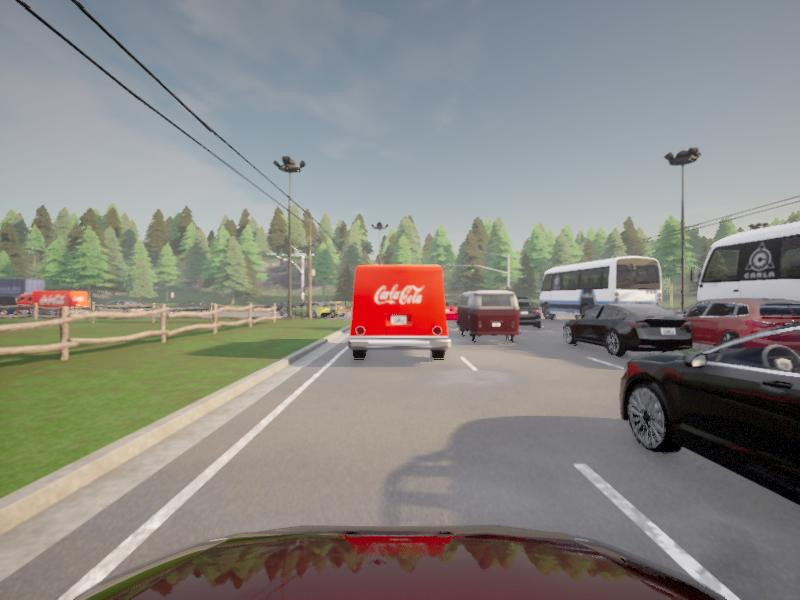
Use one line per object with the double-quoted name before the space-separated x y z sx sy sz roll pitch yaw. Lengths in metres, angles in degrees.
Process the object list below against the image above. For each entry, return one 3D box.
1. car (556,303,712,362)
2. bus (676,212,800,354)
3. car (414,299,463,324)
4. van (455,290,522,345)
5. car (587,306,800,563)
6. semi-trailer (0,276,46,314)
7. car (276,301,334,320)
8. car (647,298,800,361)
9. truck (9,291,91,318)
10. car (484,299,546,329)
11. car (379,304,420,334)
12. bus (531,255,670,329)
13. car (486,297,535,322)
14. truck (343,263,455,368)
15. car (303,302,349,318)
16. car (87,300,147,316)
"car" 6.970 0.865 12.737 2.163 1.488 4.792 0 0 0
"bus" 13.991 -0.517 12.130 3.944 4.253 10.273 0 0 -1
"car" 2.673 0.787 28.801 2.242 1.667 4.611 0 0 -11
"van" 3.460 0.617 16.548 1.775 1.987 4.442 0 0 0
"car" 3.492 0.840 2.743 2.128 1.511 4.902 0 0 0
"semi-trailer" -50.106 -0.570 47.288 14.254 4.402 2.717 0 0 0
"car" -8.261 0.866 34.788 4.514 1.525 2.007 0 0 22
"car" 10.440 0.771 12.794 2.242 1.667 4.611 0 0 0
"truck" -31.965 0.397 36.666 5.204 2.467 2.627 0 0 1
"car" 6.775 0.782 24.186 2.242 1.667 4.611 0 0 -3
"car" -0.090 0.931 21.234 1.994 1.385 4.181 0 0 -2
"bus" 13.388 -0.501 28.440 3.944 4.253 10.273 1 0 -5
"car" 8.802 0.682 32.235 1.905 1.878 3.866 0 0 -20
"truck" -0.029 0.370 12.034 2.627 2.467 5.204 0 0 0
"car" -7.036 0.894 37.911 3.806 1.475 1.970 0 0 22
"car" -30.774 0.828 43.668 5.027 1.651 2.152 0 0 1
